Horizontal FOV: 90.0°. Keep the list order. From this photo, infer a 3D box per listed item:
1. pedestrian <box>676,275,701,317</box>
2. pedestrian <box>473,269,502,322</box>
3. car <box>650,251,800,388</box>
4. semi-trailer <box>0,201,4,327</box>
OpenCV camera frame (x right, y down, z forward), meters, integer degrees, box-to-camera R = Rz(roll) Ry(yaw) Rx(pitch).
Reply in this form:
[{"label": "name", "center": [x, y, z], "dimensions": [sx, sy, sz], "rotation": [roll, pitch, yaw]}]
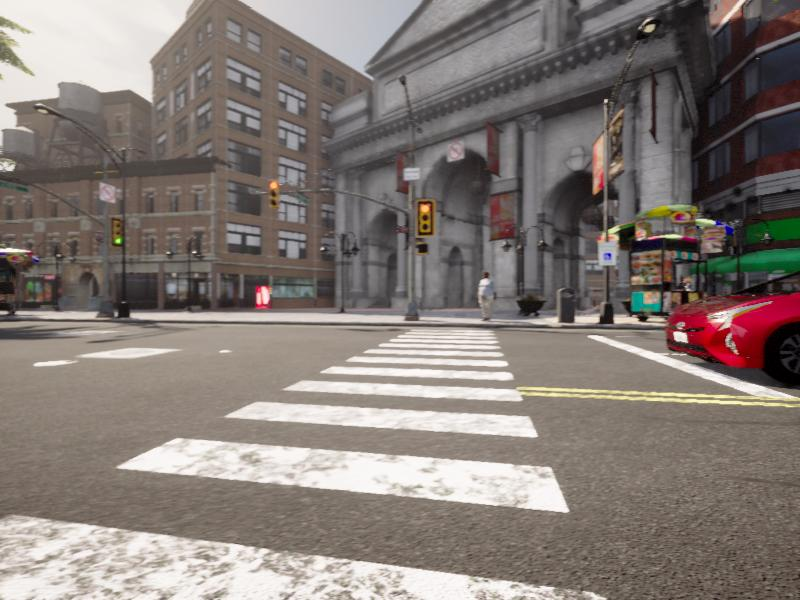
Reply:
[{"label": "pedestrian", "center": [13.049, -0.162, 18.118], "dimensions": [0.751, 1.860, 0.751], "rotation": [0, 0, -39]}, {"label": "pedestrian", "center": [3.215, -0.153, 14.717], "dimensions": [0.751, 1.860, 0.751], "rotation": [0, 0, 44]}, {"label": "car", "center": [6.106, 0.212, 5.116], "dimensions": [4.514, 1.525, 2.007], "rotation": [0, 0, 11]}, {"label": "semi-trailer", "center": [-21.233, -1.252, 14.191], "dimensions": [14.254, 4.402, 2.717], "rotation": [0, 0, 11]}]
